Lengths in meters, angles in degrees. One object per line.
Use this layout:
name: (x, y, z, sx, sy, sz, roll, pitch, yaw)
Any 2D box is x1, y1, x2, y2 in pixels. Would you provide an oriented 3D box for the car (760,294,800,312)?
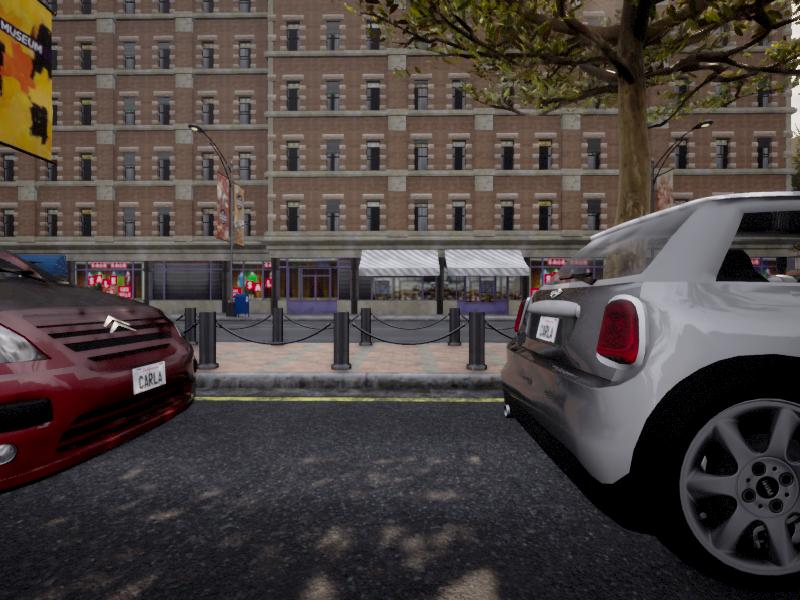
car: (34.492, 0.226, 34.705, 2.038, 1.542, 4.974, 0, 0, -1)

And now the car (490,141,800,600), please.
car: (2.600, 0.253, 2.173, 3.806, 1.475, 1.970, 0, 0, 1)

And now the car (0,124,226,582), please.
car: (-3.390, 0.188, 2.287, 3.988, 1.617, 1.851, 0, 0, 1)
